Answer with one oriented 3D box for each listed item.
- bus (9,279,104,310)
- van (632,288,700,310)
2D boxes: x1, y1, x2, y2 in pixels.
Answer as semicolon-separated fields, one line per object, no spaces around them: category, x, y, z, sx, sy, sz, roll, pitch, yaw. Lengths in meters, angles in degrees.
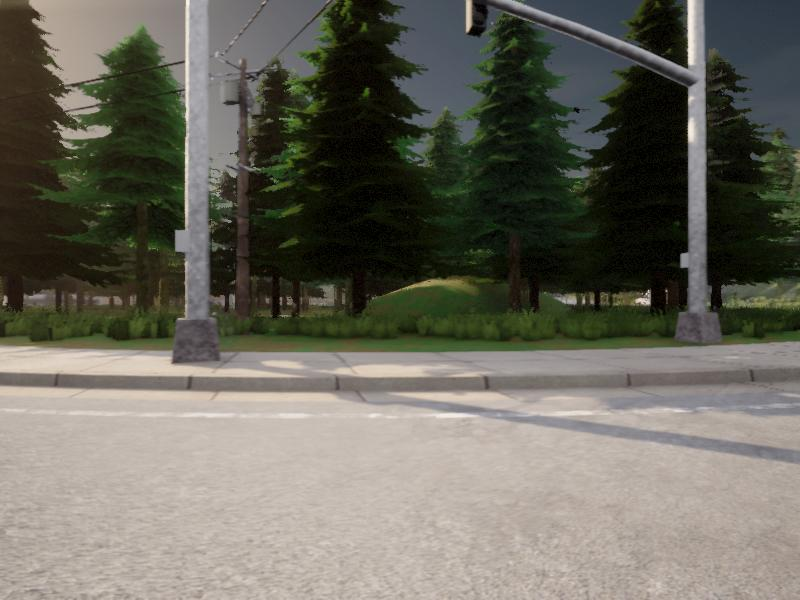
bus;-50.753;-0.732;59.643;3.944;4.253;10.273;0;0;16
van;30.782;-0.085;46.598;2.351;2.431;6.366;0;0;-20
